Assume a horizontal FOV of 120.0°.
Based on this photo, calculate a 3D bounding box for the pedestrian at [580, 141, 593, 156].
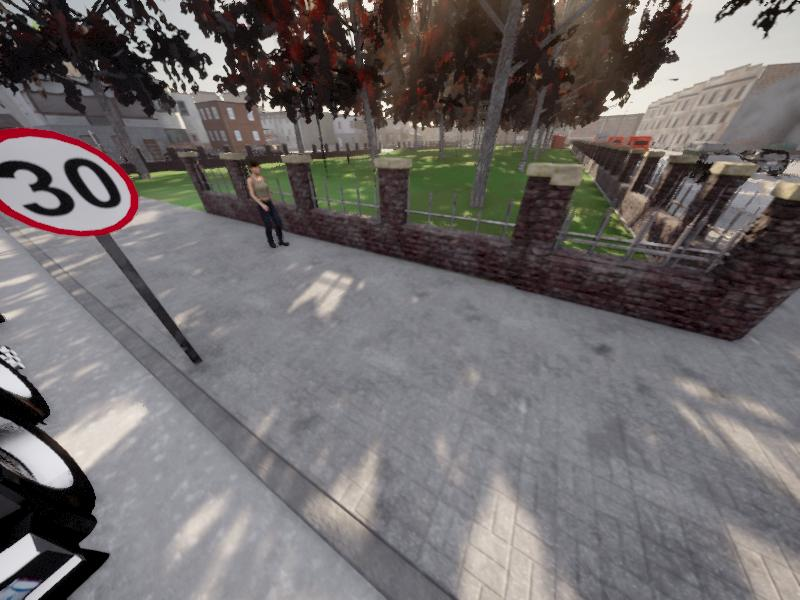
[{"bbox_3d":[27.734,-22.578,34.339,0.751,1.860,0.751,-29,44,-34],"label":"pedestrian"}]

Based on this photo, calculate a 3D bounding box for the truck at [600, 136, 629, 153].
[{"bbox_3d":[39.516,-28.808,42.787,2.627,2.467,5.204,18,39,24],"label":"truck"}]

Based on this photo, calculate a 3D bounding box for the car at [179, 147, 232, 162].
[{"bbox_3d":[-26.007,-19.649,31.103,2.128,1.511,4.902,18,39,24],"label":"car"}]

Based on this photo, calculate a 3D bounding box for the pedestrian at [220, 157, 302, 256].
[{"bbox_3d":[-2.966,-2.053,5.119,0.751,1.860,0.751,16,38,22],"label":"pedestrian"}]

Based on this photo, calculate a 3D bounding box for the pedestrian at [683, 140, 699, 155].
[{"bbox_3d":[43.581,-22.846,34.595,0.751,1.860,0.751,28,44,35],"label":"pedestrian"}]

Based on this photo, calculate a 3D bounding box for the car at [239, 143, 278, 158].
[{"bbox_3d":[-22.014,-23.412,36.151,1.932,1.855,4.605,20,40,27],"label":"car"}]

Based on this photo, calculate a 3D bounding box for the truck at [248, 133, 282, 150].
[{"bbox_3d":[-36.577,-42.883,62.527,8.468,3.827,2.891,18,39,24],"label":"truck"}]

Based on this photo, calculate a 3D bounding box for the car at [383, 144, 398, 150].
[{"bbox_3d":[-2.635,-42.629,64.301,1.837,1.490,4.892,18,39,24],"label":"car"}]

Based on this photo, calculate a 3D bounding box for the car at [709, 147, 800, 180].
[{"bbox_3d":[25.672,-10.087,16.850,2.033,1.649,4.856,18,39,24],"label":"car"}]

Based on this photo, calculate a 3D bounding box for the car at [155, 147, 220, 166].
[{"bbox_3d":[-24.208,-16.610,26.621,2.033,1.649,4.856,17,38,23],"label":"car"}]

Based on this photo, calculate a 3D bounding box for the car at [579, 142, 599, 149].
[{"bbox_3d":[59.484,-48.853,72.876,2.152,1.651,5.027,-2,35,-3],"label":"car"}]

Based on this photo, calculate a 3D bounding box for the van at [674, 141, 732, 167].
[{"bbox_3d":[30.315,-14.838,23.323,1.775,1.987,4.442,18,39,24],"label":"van"}]

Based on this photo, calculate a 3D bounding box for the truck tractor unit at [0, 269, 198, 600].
[{"bbox_3d":[-5.120,-0.292,0.769,6.516,4.208,3.053,18,39,24],"label":"truck tractor unit"}]

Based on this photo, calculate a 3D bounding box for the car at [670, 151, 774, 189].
[{"bbox_3d":[19.123,-8.108,14.139,1.882,1.535,5.008,18,39,25],"label":"car"}]

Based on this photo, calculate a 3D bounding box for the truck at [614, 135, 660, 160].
[{"bbox_3d":[30.555,-19.798,30.038,2.627,2.467,5.204,18,38,25],"label":"truck"}]

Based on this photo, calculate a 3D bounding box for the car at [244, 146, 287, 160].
[{"bbox_3d":[-19.339,-21.417,33.586,2.128,1.511,4.902,16,38,22],"label":"car"}]

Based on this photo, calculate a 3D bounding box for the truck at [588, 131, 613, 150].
[{"bbox_3d":[51.543,-41.123,59.650,2.891,3.827,8.468,18,39,24],"label":"truck"}]

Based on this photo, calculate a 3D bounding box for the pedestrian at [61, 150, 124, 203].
[{"bbox_3d":[-12.818,-5.180,9.688,0.751,1.860,0.751,22,41,28],"label":"pedestrian"}]

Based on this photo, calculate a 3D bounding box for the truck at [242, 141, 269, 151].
[{"bbox_3d":[-37.296,-39.772,59.573,6.274,2.098,2.390,19,39,25],"label":"truck"}]

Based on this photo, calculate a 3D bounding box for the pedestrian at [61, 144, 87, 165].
[{"bbox_3d":[-35.263,-15.719,24.990,0.751,1.860,0.751,20,40,27],"label":"pedestrian"}]

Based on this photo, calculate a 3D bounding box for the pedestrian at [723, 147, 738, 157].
[{"bbox_3d":[44.726,-20.001,31.251,0.500,1.100,0.500,12,37,17],"label":"pedestrian"}]

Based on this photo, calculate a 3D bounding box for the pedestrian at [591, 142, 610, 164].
[{"bbox_3d":[19.832,-14.538,22.859,0.751,1.860,0.751,19,39,25],"label":"pedestrian"}]

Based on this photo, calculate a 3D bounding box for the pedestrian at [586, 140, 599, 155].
[{"bbox_3d":[29.129,-22.981,34.906,0.751,1.860,0.751,14,37,20],"label":"pedestrian"}]

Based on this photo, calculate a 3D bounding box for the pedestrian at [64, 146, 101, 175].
[{"bbox_3d":[-24.569,-10.824,17.890,0.751,1.860,0.751,15,38,21],"label":"pedestrian"}]

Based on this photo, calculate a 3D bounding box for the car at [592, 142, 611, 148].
[{"bbox_3d":[63.461,-48.941,72.842,1.816,1.474,4.193,-2,35,-3],"label":"car"}]
